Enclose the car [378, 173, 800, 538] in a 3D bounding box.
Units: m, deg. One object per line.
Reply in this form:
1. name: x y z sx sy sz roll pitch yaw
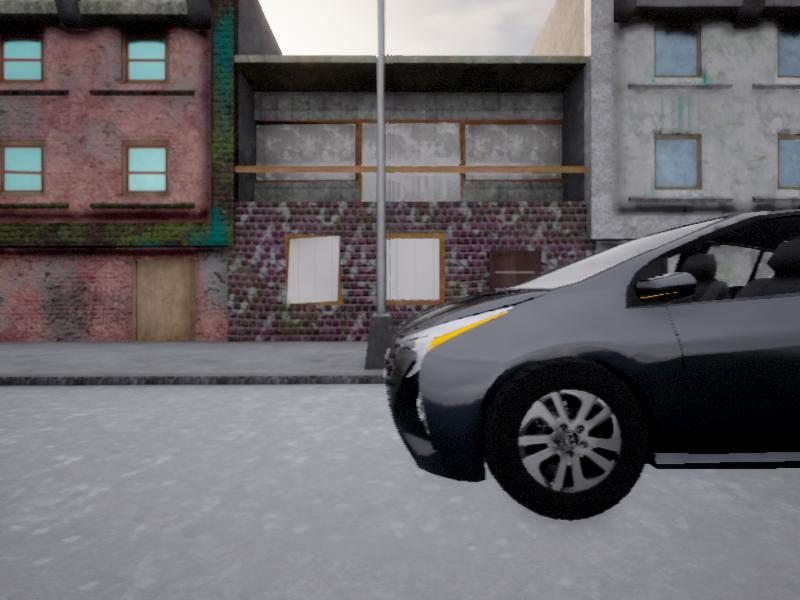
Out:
1. car: 2.154 0.225 2.706 4.514 1.525 2.007 0 0 -1
